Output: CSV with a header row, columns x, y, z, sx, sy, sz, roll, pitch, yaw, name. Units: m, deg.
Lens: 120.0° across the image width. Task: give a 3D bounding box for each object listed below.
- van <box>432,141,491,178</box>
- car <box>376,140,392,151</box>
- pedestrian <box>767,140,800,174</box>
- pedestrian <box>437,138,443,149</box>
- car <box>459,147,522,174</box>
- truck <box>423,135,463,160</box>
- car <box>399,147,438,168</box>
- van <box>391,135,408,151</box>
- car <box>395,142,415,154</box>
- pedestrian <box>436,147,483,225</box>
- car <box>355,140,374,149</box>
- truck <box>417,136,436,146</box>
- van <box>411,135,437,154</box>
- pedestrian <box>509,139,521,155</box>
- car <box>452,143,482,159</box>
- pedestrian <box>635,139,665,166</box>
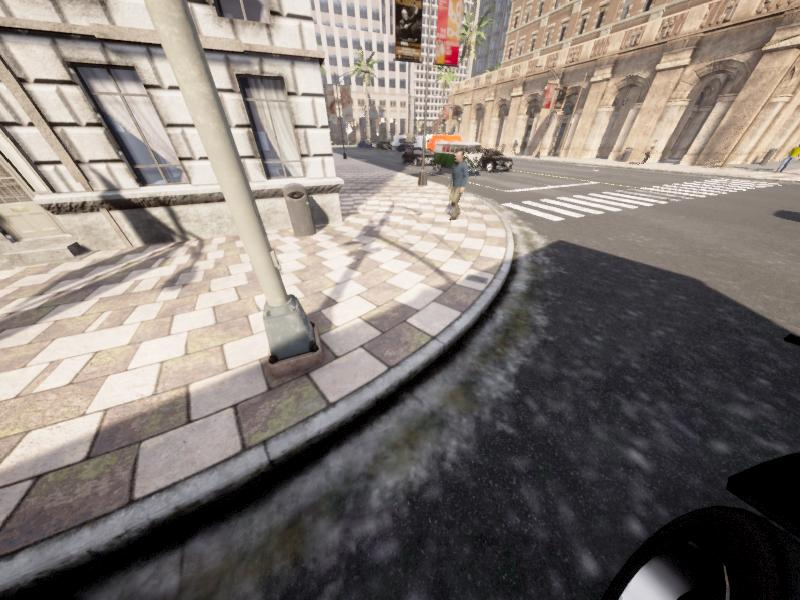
x,y,z,sx,sy,sz,roll,pitch,yaw,name
4.257,-10.413,16.937,1.775,1.987,4.442,-14,37,-18,van
-3.310,-31.653,47.220,1.932,1.855,4.605,-13,37,-18,car
25.582,-9.356,15.100,0.751,1.860,0.751,-16,38,-21,pedestrian
8.499,-32.915,48.641,0.751,1.860,0.751,-18,39,-23,pedestrian
7.129,-11.494,18.879,1.837,1.490,4.892,-14,37,-18,car
5.327,-19.677,29.677,2.627,2.467,5.204,-13,38,-18,truck
1.623,-13.832,22.276,1.812,1.442,4.674,-14,37,-18,car
-0.192,-33.657,49.467,1.988,2.561,5.915,-9,36,-12,van
0.784,-25.764,39.071,1.851,1.617,3.988,-13,37,-18,car
1.622,-3.226,6.559,0.751,1.860,0.751,-18,39,-24,pedestrian
-8.562,-37.545,55.693,2.097,1.767,4.553,-25,42,-31,car
8.303,-49.523,71.986,5.204,2.467,2.627,-13,37,-18,truck
3.972,-26.991,39.983,1.988,2.561,5.915,-13,37,-18,van
16.300,-21.748,32.744,0.751,1.860,0.751,-6,36,-7,pedestrian
8.779,-19.785,30.602,1.845,1.501,3.633,-13,37,-18,car
20.966,-12.388,19.432,0.751,1.860,0.751,-7,36,-10,pedestrian
